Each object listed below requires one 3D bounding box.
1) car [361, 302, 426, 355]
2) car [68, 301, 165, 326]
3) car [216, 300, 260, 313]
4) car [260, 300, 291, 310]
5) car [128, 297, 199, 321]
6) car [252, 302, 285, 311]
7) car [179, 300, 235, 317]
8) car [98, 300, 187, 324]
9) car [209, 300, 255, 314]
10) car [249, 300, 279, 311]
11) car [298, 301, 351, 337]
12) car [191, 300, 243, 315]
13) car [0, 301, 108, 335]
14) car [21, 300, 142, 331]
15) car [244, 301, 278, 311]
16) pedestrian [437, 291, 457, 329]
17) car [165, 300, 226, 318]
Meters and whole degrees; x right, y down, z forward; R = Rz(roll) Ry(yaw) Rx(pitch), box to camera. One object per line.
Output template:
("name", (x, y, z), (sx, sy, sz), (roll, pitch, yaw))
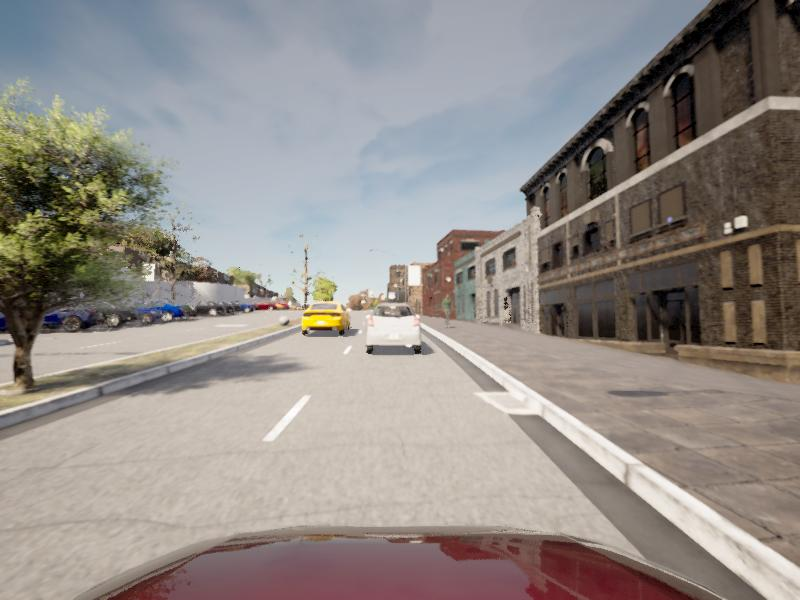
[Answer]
("car", (-0.240, 0.833, 13.257), (1.845, 1.501, 3.633), (0, 0, -2))
("car", (-17.747, 0.818, 25.339), (4.674, 1.452, 2.002), (0, 0, -24))
("car", (-20.916, 0.840, 51.741), (5.008, 1.535, 2.097), (0, -1, -28))
("car", (-25.304, 1.060, 81.187), (5.566, 2.045, 2.435), (0, -2, -29))
("car", (-18.296, 0.657, 31.207), (4.553, 1.767, 2.185), (0, 0, -25))
("car", (-23.841, 1.104, 72.429), (5.366, 1.575, 1.946), (0, -1, -29))
("car", (-19.247, 0.798, 40.024), (4.892, 1.521, 2.231), (0, 0, -27))
("car", (-17.986, 0.779, 28.279), (5.008, 1.535, 2.097), (0, 0, -25))
("car", (-20.481, 0.825, 48.811), (5.008, 1.535, 2.097), (0, 0, -28))
("car", (-23.590, 0.925, 69.380), (4.553, 1.767, 2.185), (0, -1, -29))
("car", (-3.520, 0.830, 19.650), (1.882, 1.535, 5.008), (0, 0, -3))
("car", (-19.631, 0.806, 42.959), (4.892, 1.521, 2.231), (0, 0, -27))
("car", (-17.360, 0.808, 19.427), (4.792, 1.488, 2.163), (-1, 0, -23))
("car", (-17.517, 0.778, 22.389), (4.892, 1.521, 2.231), (-1, 0, -24))
("car", (-23.110, 1.001, 66.449), (5.008, 1.535, 2.097), (0, -1, -28))
("pedestrian", (2.368, 0.519, 20.234), (0.751, 1.860, 0.751), (1, -4, -17))
("car", (-18.890, 0.792, 37.090), (4.892, 1.521, 2.231), (0, 0, -26))
